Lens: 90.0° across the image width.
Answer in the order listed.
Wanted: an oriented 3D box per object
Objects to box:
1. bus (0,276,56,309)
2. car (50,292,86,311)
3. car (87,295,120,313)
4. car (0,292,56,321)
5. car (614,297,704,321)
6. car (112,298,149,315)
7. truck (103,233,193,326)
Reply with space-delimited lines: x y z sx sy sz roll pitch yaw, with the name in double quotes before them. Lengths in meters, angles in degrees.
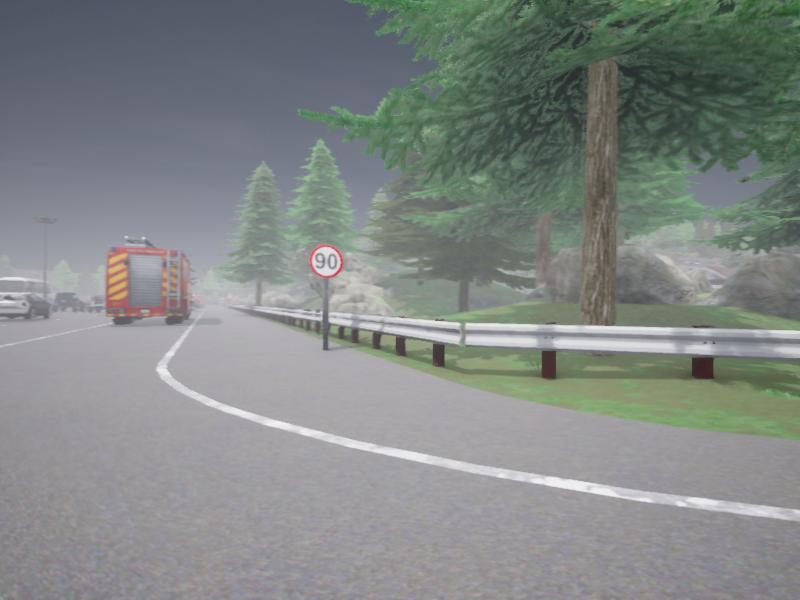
"bus" -52.357 -0.937 55.892 3.944 4.253 10.273 1 -1 -25
"car" -33.664 0.218 40.703 1.905 1.878 3.866 1 -2 -25
"car" -29.293 0.381 39.654 1.851 1.617 3.988 1 -1 -25
"car" -20.996 0.340 22.184 1.970 1.475 3.806 1 -1 -25
"car" 17.627 0.580 27.565 1.882 1.535 5.008 1 -1 -25
"car" -22.669 0.524 33.861 1.895 1.301 4.718 1 -1 -25
"truck" -12.605 -0.797 20.819 2.891 3.827 8.468 1 -1 -25
